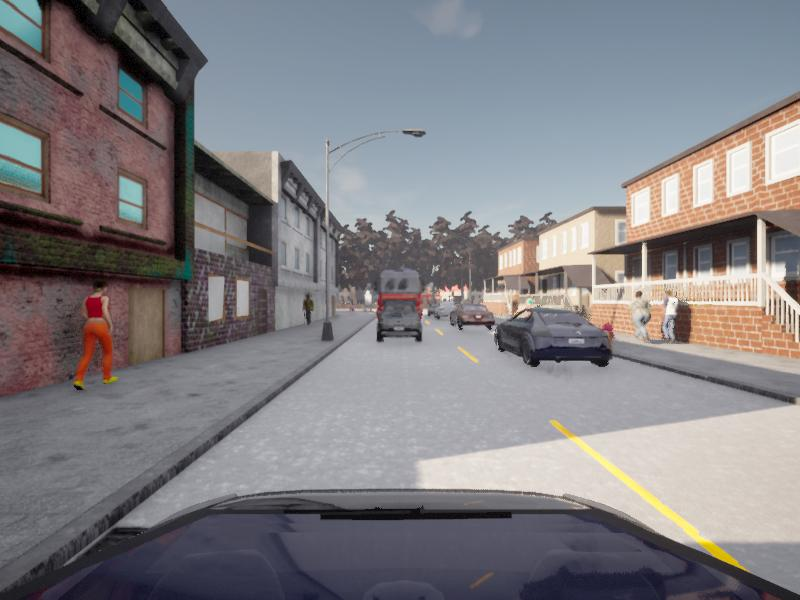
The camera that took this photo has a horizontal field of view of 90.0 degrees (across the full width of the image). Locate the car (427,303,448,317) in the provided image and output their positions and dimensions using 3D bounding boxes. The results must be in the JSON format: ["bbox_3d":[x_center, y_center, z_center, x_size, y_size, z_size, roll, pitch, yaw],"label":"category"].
[{"bbox_3d":[3.709,0.945,40.026,1.895,1.301,4.718,0,0,3],"label":"car"}]

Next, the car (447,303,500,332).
[{"bbox_3d":[3.970,0.896,22.710,2.033,1.411,5.357,0,0,0],"label":"car"}]

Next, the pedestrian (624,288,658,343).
[{"bbox_3d":[8.367,0.533,13.914,0.751,1.860,0.751,0,0,6],"label":"pedestrian"}]

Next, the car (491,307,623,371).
[{"bbox_3d":[3.993,0.907,11.058,1.994,1.385,4.181,0,0,0],"label":"car"}]

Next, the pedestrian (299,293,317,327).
[{"bbox_3d":[-5.053,0.534,21.986,0.751,1.860,0.751,0,0,6],"label":"pedestrian"}]

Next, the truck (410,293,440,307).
[{"bbox_3d":[6.977,-0.101,112.511,8.468,3.827,2.891,0,0,0],"label":"truck"}]

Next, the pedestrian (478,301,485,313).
[{"bbox_3d":[9.330,0.806,45.697,0.751,1.300,0.751,0,0,4],"label":"pedestrian"}]

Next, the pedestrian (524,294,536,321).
[{"bbox_3d":[9.204,0.534,28.347,0.751,1.860,0.751,0,0,9],"label":"pedestrian"}]

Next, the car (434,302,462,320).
[{"bbox_3d":[3.915,0.871,33.546,1.812,1.442,4.674,0,0,0],"label":"car"}]

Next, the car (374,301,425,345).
[{"bbox_3d":[-0.033,0.814,15.914,1.789,1.549,3.705,0,0,0],"label":"car"}]

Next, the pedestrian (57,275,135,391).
[{"bbox_3d":[-5.130,0.533,6.802,0.751,1.860,0.751,0,0,-2],"label":"pedestrian"}]

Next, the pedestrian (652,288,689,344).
[{"bbox_3d":[9.228,0.533,13.674,0.751,1.860,0.751,0,0,0],"label":"pedestrian"}]

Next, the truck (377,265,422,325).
[{"bbox_3d":[-0.076,-0.319,29.677,2.891,3.827,8.468,0,0,-1],"label":"truck"}]
